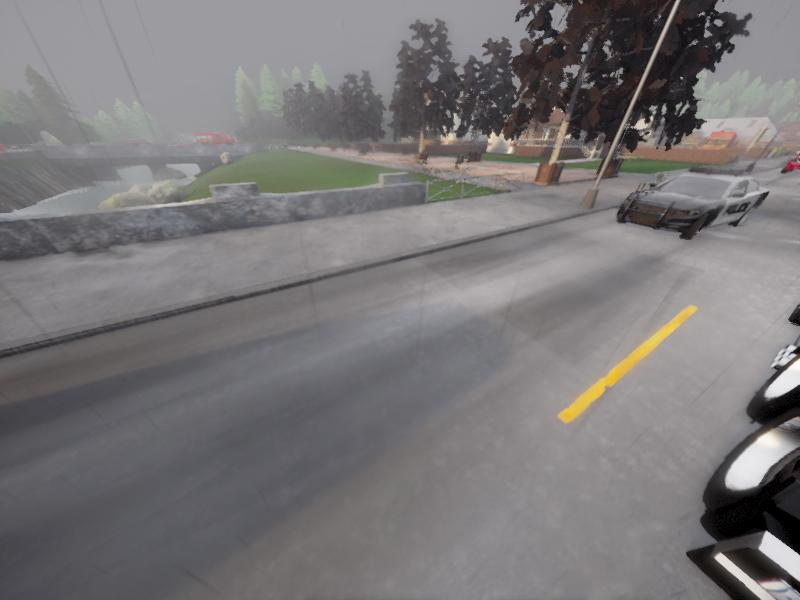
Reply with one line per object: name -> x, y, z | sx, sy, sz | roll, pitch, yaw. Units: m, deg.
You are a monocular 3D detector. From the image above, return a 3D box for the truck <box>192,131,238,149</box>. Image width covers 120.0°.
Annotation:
truck -> -48.498, -42.305, 61.042 | 8.468, 3.827, 2.891 | -18, 39, -24

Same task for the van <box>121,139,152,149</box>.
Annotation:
van -> -65.339, -38.698, 57.329 | 4.442, 1.987, 1.775 | -18, 39, -24

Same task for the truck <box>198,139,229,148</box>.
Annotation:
truck -> -51.399, -43.292, 63.950 | 6.274, 2.098, 2.390 | -18, 39, -24

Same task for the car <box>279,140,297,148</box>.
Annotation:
car -> -34.881, -48.587, 71.900 | 4.605, 1.855, 1.932 | -18, 39, -24

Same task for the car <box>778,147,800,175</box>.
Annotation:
car -> 35.460, -11.942, 19.680 | 5.566, 2.045, 2.150 | -18, 39, -24

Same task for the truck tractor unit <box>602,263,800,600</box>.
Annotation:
truck tractor unit -> 5.111, -0.300, 0.790 | 6.516, 4.208, 3.053 | -18, 39, -24

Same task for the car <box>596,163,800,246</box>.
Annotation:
car -> 9.200, -3.190, 7.232 | 5.238, 1.638, 1.930 | -13, 37, -19
